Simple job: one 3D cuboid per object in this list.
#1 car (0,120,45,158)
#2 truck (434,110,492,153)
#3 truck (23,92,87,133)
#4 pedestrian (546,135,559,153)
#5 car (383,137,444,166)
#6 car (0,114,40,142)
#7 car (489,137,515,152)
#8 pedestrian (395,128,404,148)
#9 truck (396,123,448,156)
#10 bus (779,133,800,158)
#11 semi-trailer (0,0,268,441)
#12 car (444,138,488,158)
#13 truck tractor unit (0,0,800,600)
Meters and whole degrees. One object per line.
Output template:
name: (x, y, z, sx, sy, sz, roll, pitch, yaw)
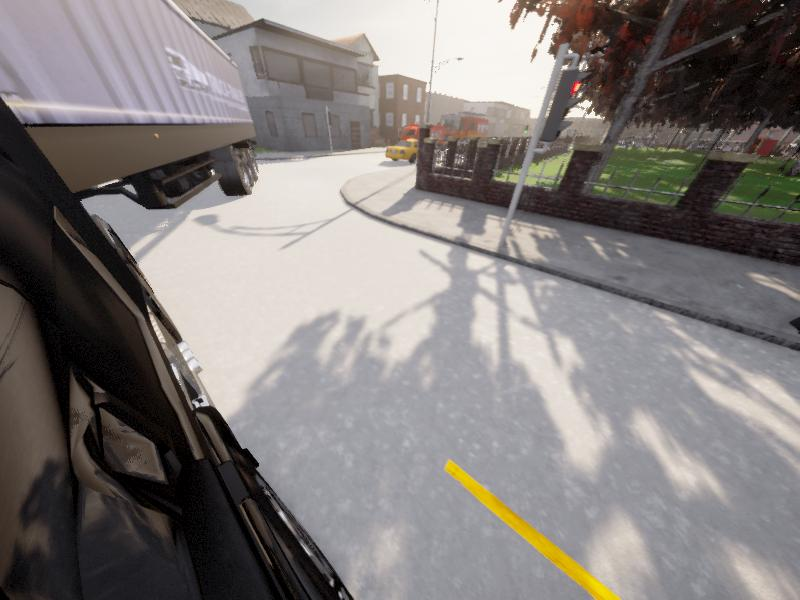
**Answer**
car: (-23.486, -9.704, 13.816, 5.366, 1.575, 1.801, 27, 43, 29)
truck: (8.065, -21.153, 29.089, 2.891, 3.827, 8.468, 27, 43, 29)
truck: (-45.938, -24.879, 30.783, 8.468, 3.827, 2.891, 27, 43, 28)
pedestrian: (20.095, -20.531, 30.411, 0.751, 1.860, 0.751, 27, 43, 28)
car: (1.170, -11.617, 17.852, 1.801, 1.575, 5.366, 27, 43, 29)
car: (-33.273, -14.677, 19.662, 4.553, 1.767, 2.097, 27, 43, 28)
car: (13.533, -20.600, 30.597, 1.845, 1.501, 3.633, 26, 43, 28)
pedestrian: (-0.039, -19.511, 27.837, 0.751, 1.860, 0.751, 28, 44, 30)
truck: (2.313, -16.628, 23.851, 2.627, 2.467, 5.204, 27, 43, 28)
bus: (88.641, -33.044, 49.427, 3.944, 4.253, 10.273, 26, 43, 28)
semi-trailer: (-6.118, -4.611, 5.714, 2.717, 4.402, 14.254, -11, 39, -16)
car: (6.859, -15.639, 23.704, 2.033, 1.411, 5.357, 26, 43, 28)
truck tractor unit: (-2.645, -0.295, 0.352, 6.516, 4.208, 3.053, 28, 44, 30)
